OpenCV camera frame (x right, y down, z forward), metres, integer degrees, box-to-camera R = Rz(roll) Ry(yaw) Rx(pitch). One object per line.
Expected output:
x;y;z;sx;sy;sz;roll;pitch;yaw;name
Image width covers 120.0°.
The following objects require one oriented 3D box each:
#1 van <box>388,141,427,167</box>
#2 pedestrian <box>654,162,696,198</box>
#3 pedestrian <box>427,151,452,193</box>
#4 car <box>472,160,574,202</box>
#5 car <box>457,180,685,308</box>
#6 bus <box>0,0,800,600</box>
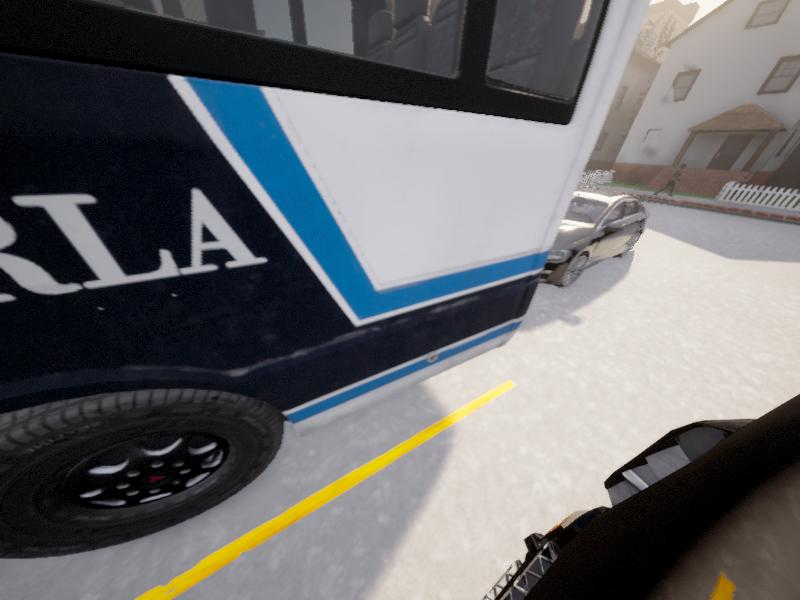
0.741;-18.722;29.568;1.988;2.561;5.915;-16;38;-26;van
16.672;-7.292;14.056;0.751;1.860;0.751;-18;39;-28;pedestrian
2.029;-6.654;12.049;0.751;1.860;0.751;-15;38;-25;pedestrian
7.011;-7.299;13.888;2.038;1.542;4.974;-16;38;-25;car
3.970;-1.701;5.344;4.902;1.511;2.128;-19;39;-28;car
-3.789;-0.462;0.476;10.273;4.253;3.944;-15;38;-25;bus
